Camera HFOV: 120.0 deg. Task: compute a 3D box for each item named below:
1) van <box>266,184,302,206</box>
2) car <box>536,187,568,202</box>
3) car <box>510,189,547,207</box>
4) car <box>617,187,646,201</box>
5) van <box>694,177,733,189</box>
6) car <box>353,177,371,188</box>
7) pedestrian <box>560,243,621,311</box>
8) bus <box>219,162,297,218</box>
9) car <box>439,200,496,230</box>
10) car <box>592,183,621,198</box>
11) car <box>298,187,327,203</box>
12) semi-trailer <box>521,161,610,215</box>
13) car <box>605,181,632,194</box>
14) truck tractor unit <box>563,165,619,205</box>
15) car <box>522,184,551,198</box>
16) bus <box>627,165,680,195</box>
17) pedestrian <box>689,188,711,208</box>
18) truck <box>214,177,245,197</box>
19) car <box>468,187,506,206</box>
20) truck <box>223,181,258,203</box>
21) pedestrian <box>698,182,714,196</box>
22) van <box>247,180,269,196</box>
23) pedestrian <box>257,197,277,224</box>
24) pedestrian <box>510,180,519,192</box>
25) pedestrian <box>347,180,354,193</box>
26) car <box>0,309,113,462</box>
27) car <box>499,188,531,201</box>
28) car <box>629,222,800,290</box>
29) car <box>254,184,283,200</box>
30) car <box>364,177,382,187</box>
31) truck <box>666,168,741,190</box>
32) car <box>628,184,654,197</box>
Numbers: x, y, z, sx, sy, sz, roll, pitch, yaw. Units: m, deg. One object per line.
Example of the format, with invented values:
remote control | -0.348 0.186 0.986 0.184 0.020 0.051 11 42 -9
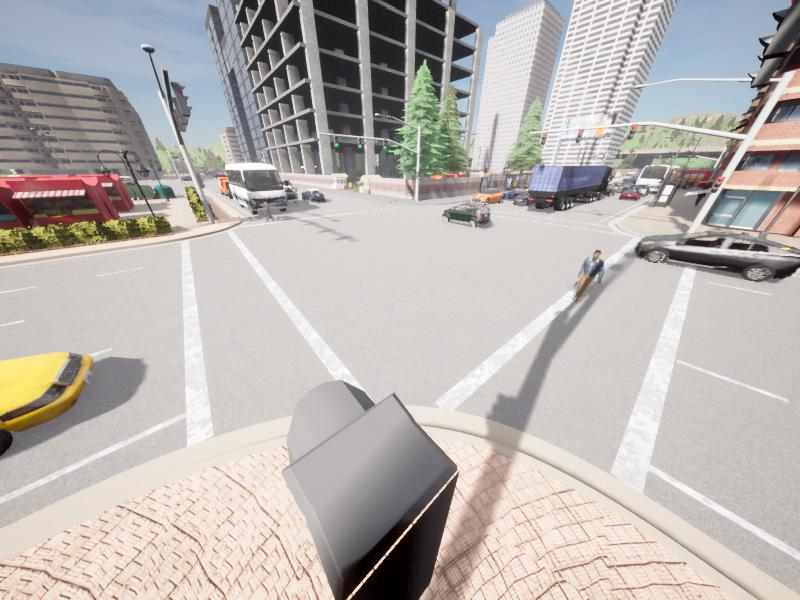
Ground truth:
van | -14.139 -12.869 28.144 2.069 2.038 4.480 -26 39 -38
car | 21.150 -14.728 32.022 4.892 1.490 1.837 -23 37 -34
car | 15.622 -12.414 28.014 4.892 1.490 1.837 -23 37 -34
car | 32.365 -14.788 32.251 4.181 1.385 1.994 -24 38 -35
van | 66.093 -24.688 48.780 1.775 1.987 4.442 -22 37 -33
car | -8.128 -24.929 48.916 1.905 1.878 3.866 -23 37 -34
pedestrian | 5.906 -0.725 7.262 0.751 1.860 0.751 -21 36 -31
bus | -14.921 -11.711 23.927 3.944 4.253 10.273 -23 37 -34
car | 5.149 -6.752 18.106 1.789 1.549 3.705 -23 37 -34
car | 32.536 -17.274 36.284 5.238 1.638 1.930 -23 37 -34
car | -11.512 -13.820 30.355 1.970 1.475 3.806 -23 37 -34
semi-trailer | 18.774 -12.717 25.615 14.254 4.402 2.717 -23 37 -34
car | 38.199 -19.654 40.376 4.611 1.667 2.242 -23 37 -34
truck tractor unit | 24.840 -15.169 30.063 6.516 4.208 3.053 -23 37 -34
car | 21.384 -17.126 36.131 5.008 1.535 1.882 -23 37 -34
bus | 44.604 -21.247 40.556 10.273 4.253 3.944 -23 37 -34
pedestrian | 32.158 -10.941 24.742 0.751 1.860 0.751 -23 37 -34
truck | -26.810 -17.851 36.338 2.627 2.467 5.204 -23 37 -34
car | 10.696 -12.768 28.325 4.553 1.767 2.097 -23 37 -34
truck | -21.586 -14.612 31.105 2.390 2.098 6.274 -23 37 -34
pedestrian | 45.429 -16.484 34.343 0.751 1.860 0.751 -26 39 -37
van | -22.874 -18.026 37.131 1.775 1.987 4.442 -23 37 -34
pedestrian | -10.467 -7.069 18.238 0.751 1.860 0.751 -26 39 -37
pedestrian | 19.883 -19.740 39.982 0.751 1.860 0.751 -22 36 -33
pedestrian | -8.069 -18.549 37.810 0.751 1.860 0.751 -19 35 -29
car | -8.178 2.036 2.900 5.366 1.575 1.801 -22 36 -33
car | 16.067 -14.798 32.341 4.718 1.301 1.895 -23 37 -34
car | 13.536 -2.180 10.144 2.007 1.525 4.514 -26 39 -37
car | -18.829 -15.486 33.095 2.152 1.651 5.027 -23 37 -34
car | -5.875 -25.875 50.553 1.905 1.878 3.866 -23 37 -34
truck | 61.357 -24.761 47.069 8.468 3.827 2.891 6 31 11
car | 37.711 -17.139 36.085 3.988 1.617 1.851 -23 37 -34
